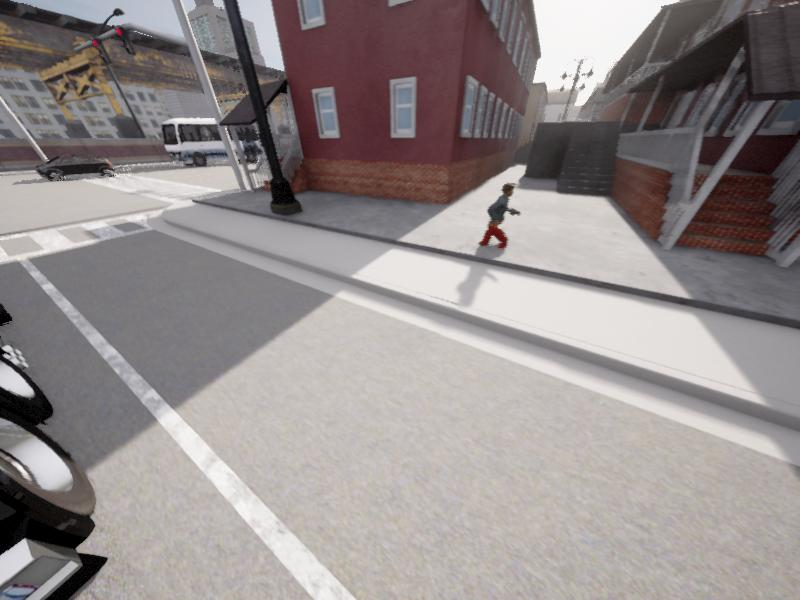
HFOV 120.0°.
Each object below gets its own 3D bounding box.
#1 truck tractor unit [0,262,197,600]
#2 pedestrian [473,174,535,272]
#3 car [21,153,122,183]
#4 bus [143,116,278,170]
[{"bbox_3d":[-5.109,-0.302,0.787,6.516,4.208,3.053,18,39,24],"label":"truck tractor unit"},{"bbox_3d":[2.164,-1.650,5.054,0.751,1.860,0.751,9,36,13],"label":"pedestrian"},{"bbox_3d":[-23.479,-9.648,16.726,1.789,1.549,3.705,18,38,24],"label":"car"},{"bbox_3d":[-20.252,-17.798,26.101,3.944,4.253,10.273,18,40,24],"label":"bus"}]
